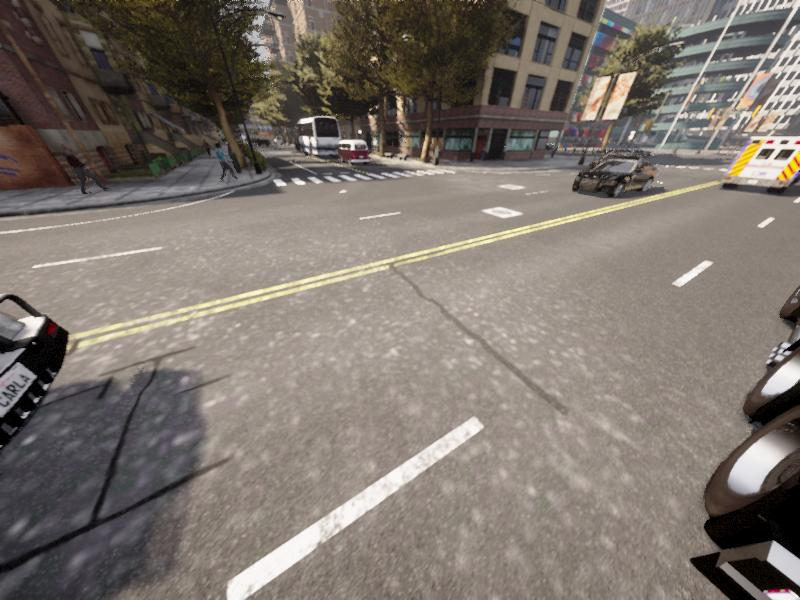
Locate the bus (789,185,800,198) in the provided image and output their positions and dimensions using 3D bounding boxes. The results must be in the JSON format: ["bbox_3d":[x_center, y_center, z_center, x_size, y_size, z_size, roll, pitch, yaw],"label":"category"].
[{"bbox_3d":[24.651,-7.287,10.915,10.273,4.253,3.944,-18,39,-25],"label":"bus"}]

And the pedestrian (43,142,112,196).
[{"bbox_3d":[-13.142,-5.386,9.516,0.751,1.860,0.751,-23,42,-30],"label":"pedestrian"}]

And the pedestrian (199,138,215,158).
[{"bbox_3d":[-22.123,-17.421,26.494,0.751,1.860,0.751,-22,41,-29],"label":"pedestrian"}]

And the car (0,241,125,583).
[{"bbox_3d":[-4.848,1.141,0.645,4.605,1.855,1.932,-19,39,-24],"label":"car"}]

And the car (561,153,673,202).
[{"bbox_3d":[10.880,-6.283,11.587,5.238,1.638,1.930,-18,39,-24],"label":"car"}]

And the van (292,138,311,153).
[{"bbox_3d":[-17.163,-26.935,40.265,1.775,1.987,4.442,-18,39,-25],"label":"van"}]

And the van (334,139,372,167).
[{"bbox_3d":[-4.700,-14.688,22.987,2.069,2.038,4.480,-18,40,-25],"label":"van"}]

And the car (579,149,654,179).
[{"bbox_3d":[16.494,-10.463,17.594,5.238,1.638,1.930,-18,39,-24],"label":"car"}]

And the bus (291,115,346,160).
[{"bbox_3d":[-11.186,-21.846,31.152,3.944,4.253,10.273,-18,40,-25],"label":"bus"}]

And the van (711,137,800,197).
[{"bbox_3d":[20.927,-7.567,12.854,6.366,2.431,2.351,-18,39,-24],"label":"van"}]

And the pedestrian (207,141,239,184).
[{"bbox_3d":[-9.373,-7.323,12.314,0.751,1.860,0.751,-19,40,-26],"label":"pedestrian"}]

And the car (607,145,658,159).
[{"bbox_3d":[35.058,-22.515,35.041,2.038,1.542,4.974,-19,40,-26],"label":"car"}]

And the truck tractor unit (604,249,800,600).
[{"bbox_3d":[5.084,-0.328,0.808,6.516,4.208,3.053,-19,40,-25],"label":"truck tractor unit"}]
